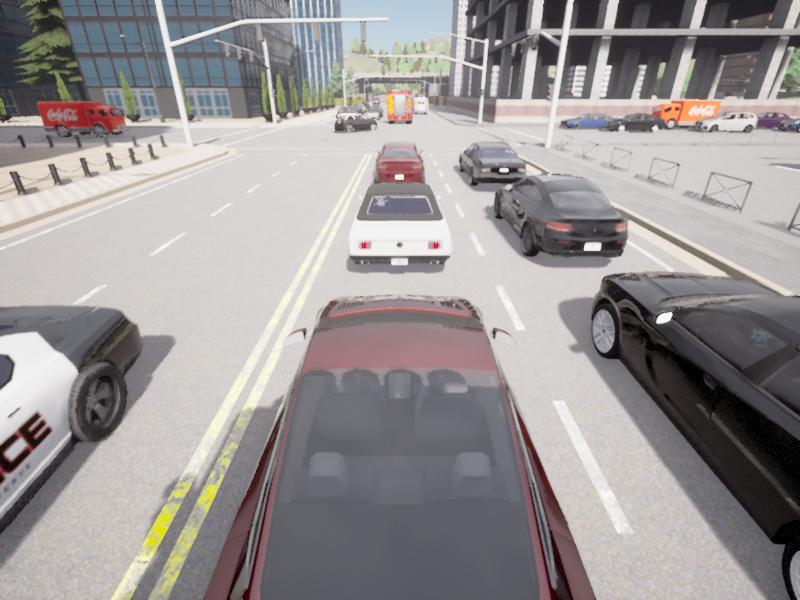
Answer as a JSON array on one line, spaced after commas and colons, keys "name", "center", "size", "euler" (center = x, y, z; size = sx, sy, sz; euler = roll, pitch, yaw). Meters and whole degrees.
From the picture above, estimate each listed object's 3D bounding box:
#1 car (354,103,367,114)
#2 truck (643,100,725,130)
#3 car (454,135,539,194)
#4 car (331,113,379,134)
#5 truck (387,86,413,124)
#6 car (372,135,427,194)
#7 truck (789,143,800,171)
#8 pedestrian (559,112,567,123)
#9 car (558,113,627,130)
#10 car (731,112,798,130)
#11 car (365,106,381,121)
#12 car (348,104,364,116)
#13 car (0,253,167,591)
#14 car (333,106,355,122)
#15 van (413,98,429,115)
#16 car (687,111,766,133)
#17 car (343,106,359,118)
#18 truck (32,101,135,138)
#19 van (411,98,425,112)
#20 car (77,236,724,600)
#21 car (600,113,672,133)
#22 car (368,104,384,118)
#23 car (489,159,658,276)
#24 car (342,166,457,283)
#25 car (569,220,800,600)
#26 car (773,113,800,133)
[{"name": "car", "center": [-7.030, -34.054, 71.106], "size": [1.801, 1.575, 5.366], "euler": [0, 27, 0]}, {"name": "truck", "center": [26.513, -17.396, 37.589], "size": [5.204, 2.467, 2.627], "euler": [0, 27, 0]}, {"name": "car", "center": [3.494, -5.463, 15.695], "size": [2.033, 1.411, 5.357], "euler": [0, 27, 0]}, {"name": "car", "center": [-3.943, -15.773, 35.578], "size": [3.806, 1.475, 1.970], "euler": [-23, 35, -37]}, {"name": "truck", "center": [0.047, -23.776, 48.632], "size": [2.891, 3.827, 8.468], "euler": [1, 27, 1]}, {"name": "car", "center": [-0.012, -5.343, 15.406], "size": [1.812, 1.442, 4.674], "euler": [0, 27, 0]}, {"name": "truck", "center": [17.636, -5.472, 14.634], "size": [2.069, 2.038, 4.478], "euler": [0, 27, 0]}, {"name": "pedestrian", "center": [17.492, -19.600, 42.992], "size": [0.500, 1.100, 0.500], "euler": [0, 27, 0]}, {"name": "car", "center": [18.069, -16.903, 37.809], "size": [5.357, 1.411, 2.033], "euler": [0, 27, 0]}, {"name": "car", "center": [34.396, -16.967, 37.842], "size": [4.193, 1.474, 1.816], "euler": [0, 27, 0]}, {"name": "car", "center": [-3.525, -24.479, 52.422], "size": [1.851, 1.617, 3.988], "euler": [0, 27, 0]}, {"name": "car", "center": [-7.027, -30.389, 63.869], "size": [2.033, 1.649, 4.856], "euler": [0, 27, 0]}, {"name": "car", "center": [-3.752, 1.353, 2.297], "size": [2.038, 1.542, 4.974], "euler": [-1, 27, -3]}, {"name": "car", "center": [-7.022, -23.687, 50.865], "size": [2.033, 1.649, 4.856], "euler": [0, 27, 0]}, {"name": "van", "center": [3.473, -33.010, 68.098], "size": [2.351, 2.431, 6.366], "euler": [0, 27, 0]}, {"name": "car", "center": [28.164, -15.443, 34.665], "size": [4.611, 1.667, 2.242], "euler": [0, 27, 0]}, {"name": "car", "center": [-7.025, -26.974, 57.358], "size": [1.845, 1.501, 3.633], "euler": [0, 27, 0]}, {"name": "truck", "center": [-24.243, -13.969, 30.920], "size": [5.204, 2.467, 2.627], "euler": [1, 27, 0]}, {"name": "van", "center": [3.470, -37.450, 76.729], "size": [2.351, 2.431, 6.366], "euler": [0, 27, 0]}, {"name": "car", "center": [-0.002, 0.881, 3.317], "size": [2.163, 1.488, 4.792], "euler": [0, 26, 0]}, {"name": "car", "center": [20.329, -15.350, 34.679], "size": [4.892, 1.490, 1.837], "euler": [0, 27, 0]}, {"name": "car", "center": [-3.525, -27.971, 59.191], "size": [2.033, 1.649, 4.856], "euler": [0, 27, 0]}, {"name": "car", "center": [3.490, -2.163, 9.225], "size": [1.812, 1.442, 4.674], "euler": [0, 27, 0]}, {"name": "car", "center": [-0.004, -1.962, 8.998], "size": [1.895, 1.301, 4.718], "euler": [0, 27, 0]}, {"name": "car", "center": [3.498, 0.759, 3.445], "size": [1.882, 1.535, 5.008], "euler": [0, 27, 0]}, {"name": "car", "center": [35.448, -15.369, 34.734], "size": [3.806, 1.475, 1.970], "euler": [0, 27, 0]}]
